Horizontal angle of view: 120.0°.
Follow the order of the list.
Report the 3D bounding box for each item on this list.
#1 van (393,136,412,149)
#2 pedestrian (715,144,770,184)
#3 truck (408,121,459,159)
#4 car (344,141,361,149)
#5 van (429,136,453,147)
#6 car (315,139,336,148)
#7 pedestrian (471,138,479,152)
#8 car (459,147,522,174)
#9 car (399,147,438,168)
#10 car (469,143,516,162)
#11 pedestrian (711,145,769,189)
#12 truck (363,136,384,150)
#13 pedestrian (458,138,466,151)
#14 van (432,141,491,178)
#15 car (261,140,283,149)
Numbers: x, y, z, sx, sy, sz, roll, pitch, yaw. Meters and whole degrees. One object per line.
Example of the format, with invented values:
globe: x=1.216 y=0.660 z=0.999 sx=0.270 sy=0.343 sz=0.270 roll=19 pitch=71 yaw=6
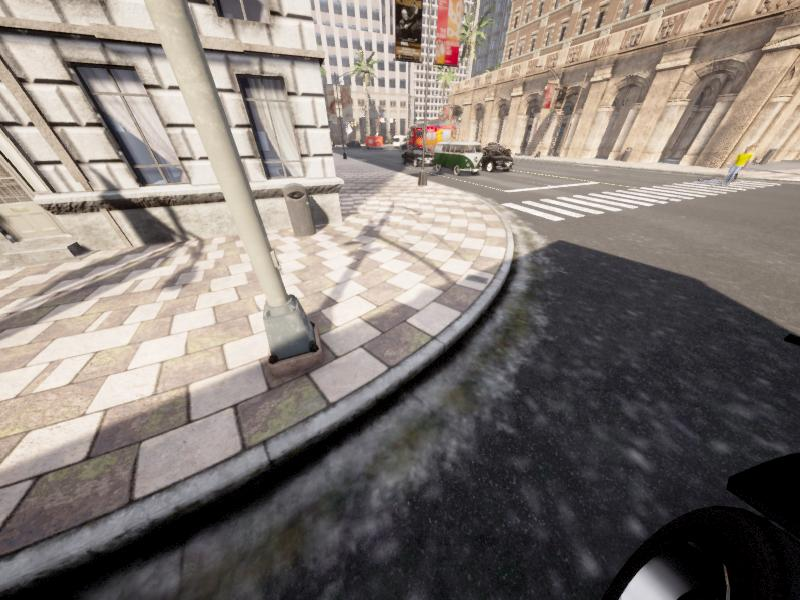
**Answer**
van: x=0.662 y=-39.311 z=57.448 sx=1.988 sy=2.561 sz=5.915 roll=17 pitch=39 yaw=23
pedestrian: x=19.203 y=-7.667 z=13.009 sx=0.751 sy=1.860 sz=0.751 roll=-11 pitch=37 yaw=-15
truck: x=4.151 y=-21.905 z=31.647 sx=2.891 sy=3.827 sz=8.468 roll=-13 pitch=37 yaw=-18
car: x=-11.966 y=-39.316 z=58.452 sx=3.988 sy=1.617 sz=1.851 roll=23 pitch=41 yaw=29
van: x=11.318 y=-43.755 z=63.683 sx=5.915 sy=2.561 sz=1.988 roll=-13 pitch=37 yaw=-18
car: x=-19.721 y=-41.416 z=61.183 sx=4.605 sy=1.855 sz=1.932 roll=3 pitch=35 yaw=4
pedestrian: x=12.811 y=-26.522 z=39.541 sx=0.751 sy=1.860 sz=0.751 roll=-6 pitch=36 yaw=-8
car: x=7.130 y=-11.494 z=18.879 sx=1.837 sy=1.490 sz=4.892 roll=-14 pitch=37 yaw=-18
car: x=1.623 y=-13.832 z=22.276 sx=1.812 sy=1.442 sz=4.674 roll=-14 pitch=37 yaw=-18
car: x=10.555 y=-17.320 z=26.995 sx=1.930 sy=1.638 sz=5.238 roll=-14 pitch=37 yaw=-18
pedestrian: x=17.262 y=-6.796 z=11.786 sx=0.751 sy=1.860 sz=0.751 roll=-16 pitch=38 yaw=-21
truck: x=-5.999 y=-35.072 z=51.602 sx=2.627 sy=2.467 sz=5.204 roll=-18 pitch=40 yaw=-23
pedestrian: x=11.202 y=-27.962 z=41.595 sx=0.751 sy=1.860 sz=0.751 roll=-14 pitch=38 yaw=-19
van: x=4.258 y=-10.413 z=16.937 sx=1.775 sy=1.987 sz=4.442 roll=-14 pitch=37 yaw=-18
car: x=-32.533 y=-39.644 z=58.830 sx=4.553 sy=1.767 sz=2.097 roll=-13 pitch=37 yaw=-18
